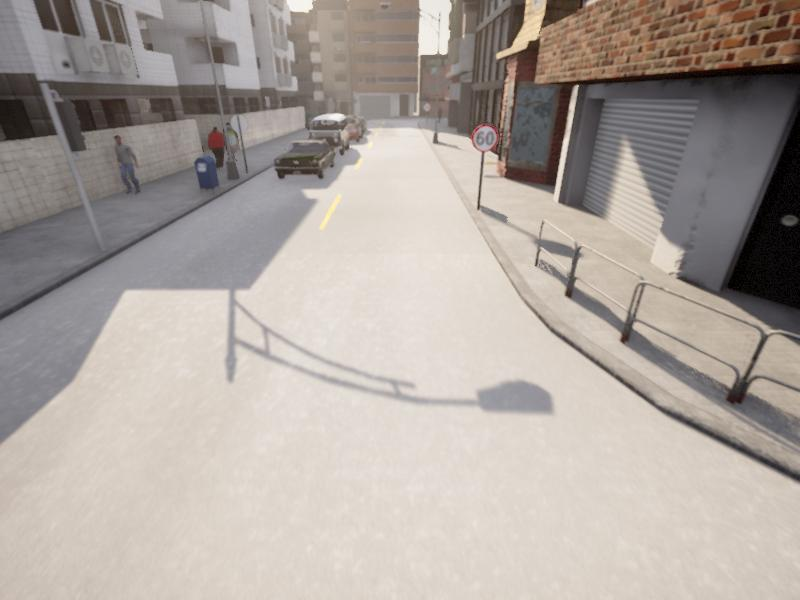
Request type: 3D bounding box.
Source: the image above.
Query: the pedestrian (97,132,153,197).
[{"bbox_3d":[-8.737,-4.328,12.791,0.751,1.860,0.751,1,27,2],"label":"pedestrian"}]

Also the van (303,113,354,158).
[{"bbox_3d":[-4.005,-9.603,23.162,2.069,2.038,4.480,0,27,0],"label":"van"}]

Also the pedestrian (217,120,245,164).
[{"bbox_3d":[-8.021,-7.519,19.019,0.751,1.860,0.751,-2,27,-4],"label":"pedestrian"}]

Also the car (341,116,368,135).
[{"bbox_3d":[-4.031,-15.726,35.930,1.895,1.301,4.718,0,27,0],"label":"car"}]

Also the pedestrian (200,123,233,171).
[{"bbox_3d":[-7.819,-6.547,17.120,0.751,1.860,0.751,-2,27,-3],"label":"pedestrian"}]

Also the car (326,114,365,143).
[{"bbox_3d":[-3.995,-12.869,29.943,2.242,1.667,4.611,0,27,0],"label":"car"}]

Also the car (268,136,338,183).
[{"bbox_3d":[-4.003,-6.225,17.386,1.895,1.301,4.718,0,27,0],"label":"car"}]

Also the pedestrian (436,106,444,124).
[{"bbox_3d":[4.420,-20.569,44.469,0.751,1.860,0.751,3,27,6],"label":"pedestrian"}]
